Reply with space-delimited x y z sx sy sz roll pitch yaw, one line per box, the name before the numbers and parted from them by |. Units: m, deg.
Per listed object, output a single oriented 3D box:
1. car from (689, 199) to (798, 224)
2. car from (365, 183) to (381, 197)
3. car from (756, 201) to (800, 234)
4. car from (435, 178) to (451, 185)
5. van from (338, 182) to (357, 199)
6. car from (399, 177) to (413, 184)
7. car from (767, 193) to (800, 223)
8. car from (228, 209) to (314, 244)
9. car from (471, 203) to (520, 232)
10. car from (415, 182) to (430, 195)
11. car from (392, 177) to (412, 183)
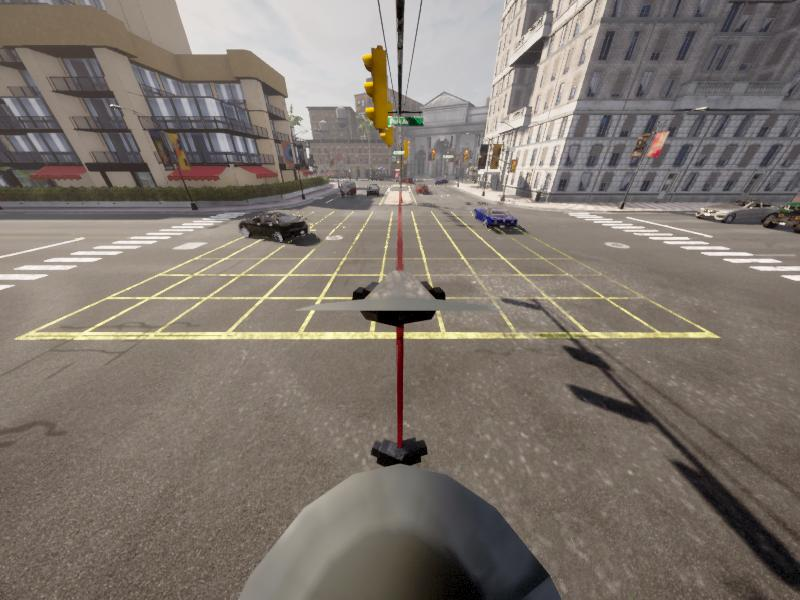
car | 28.323 -7.433 19.258 5.027 1.651 2.152 0 30 0
car | -4.180 -17.437 36.565 1.930 1.638 5.238 0 30 0
car | 28.845 -5.803 16.166 3.866 1.878 1.905 0 30 0
car | 11.209 -31.017 60.338 1.994 1.385 4.181 24 38 36
van | -7.688 -16.402 34.427 1.775 1.987 4.442 0 30 0
car | 1.661 -32.230 62.300 1.851 1.617 3.988 -18 34 -28
car | 35.503 -7.623 19.162 5.566 2.045 2.150 0 30 0
car | -8.253 -4.842 14.896 4.892 1.490 1.837 11 31 19
car | 7.260 -6.573 18.095 1.895 1.301 4.718 0 30 0
car | 3.831 -19.709 40.800 2.152 1.651 5.027 0 30 0
car | 0.613 -35.690 68.414 5.357 1.411 2.033 -15 33 -24
